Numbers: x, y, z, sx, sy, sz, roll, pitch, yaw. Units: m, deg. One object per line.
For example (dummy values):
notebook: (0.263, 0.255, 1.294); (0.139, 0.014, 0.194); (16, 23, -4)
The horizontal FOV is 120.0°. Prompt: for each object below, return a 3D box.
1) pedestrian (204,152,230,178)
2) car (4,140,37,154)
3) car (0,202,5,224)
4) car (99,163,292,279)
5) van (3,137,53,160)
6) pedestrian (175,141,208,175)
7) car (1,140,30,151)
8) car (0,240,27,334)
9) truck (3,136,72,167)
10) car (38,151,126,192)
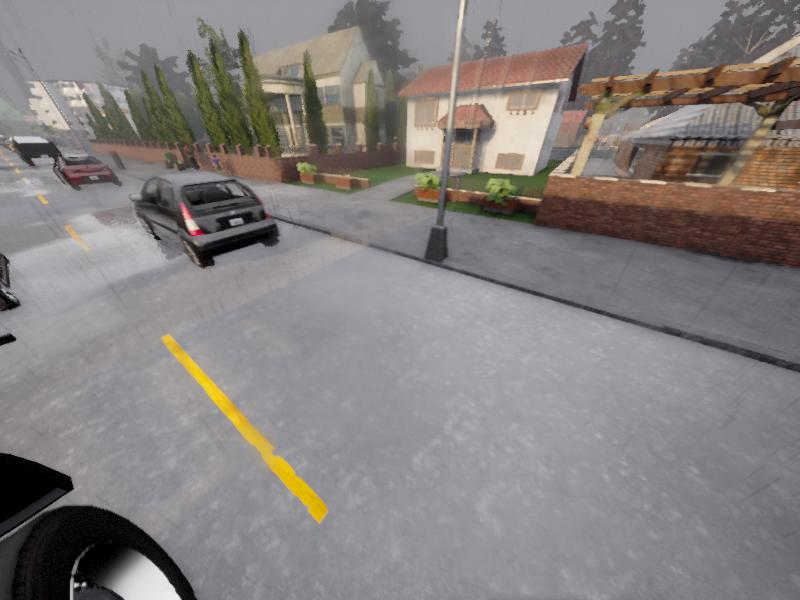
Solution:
pedestrian: (-11.382, -8.437, 14.410); (0.751, 1.300, 0.751); (-27, 43, -33)
car: (-55.786, -22.507, 33.915); (5.366, 1.575, 1.801); (22, 40, 27)
car: (-14.738, -3.304, 7.127); (4.514, 1.525, 2.007); (22, 41, 27)
car: (-4.843, -2.172, 5.547); (3.988, 1.617, 1.851); (22, 40, 27)
van: (-42.441, -17.367, 26.352); (4.480, 2.038, 2.069); (22, 40, 28)
pedestrian: (-13.724, -9.383, 15.244); (0.751, 1.860, 0.751); (23, 41, 29)
car: (-66.049, -26.550, 39.669); (3.806, 1.475, 1.970); (22, 40, 27)
car: (-7.686, -0.428, 3.255); (4.181, 1.385, 1.994); (22, 41, 28)
truck: (-33.970, -14.006, 21.623); (6.274, 2.098, 2.390); (22, 40, 27)
car: (-16.892, -6.928, 12.290); (4.193, 1.474, 1.816); (22, 40, 27)
